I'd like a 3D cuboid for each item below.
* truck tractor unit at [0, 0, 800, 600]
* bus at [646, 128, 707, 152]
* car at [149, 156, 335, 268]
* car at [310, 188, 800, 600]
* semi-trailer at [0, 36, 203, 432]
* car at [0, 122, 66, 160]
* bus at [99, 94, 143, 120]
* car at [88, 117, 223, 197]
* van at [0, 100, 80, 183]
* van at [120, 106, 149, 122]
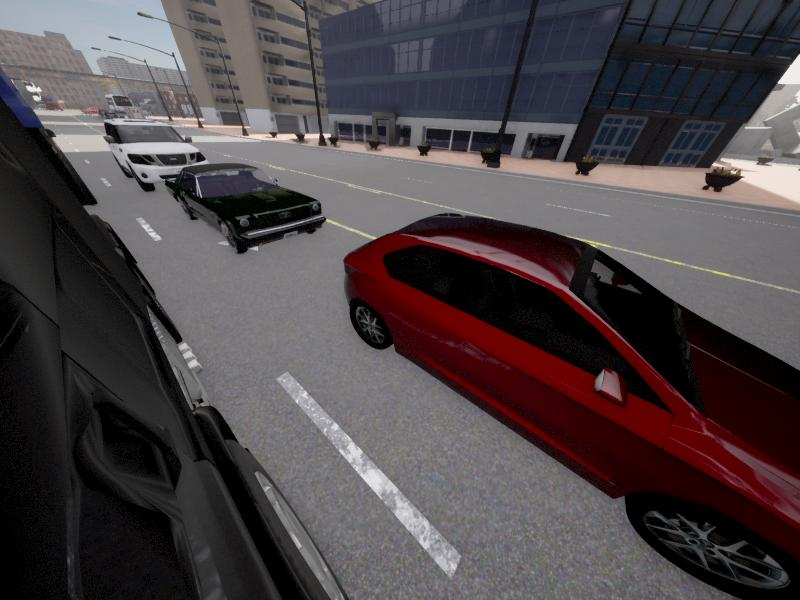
[{"bbox_3d":[-2.645,-0.295,0.351,6.516,4.208,3.053,28,44,30],"label":"truck tractor unit"},{"bbox_3d":[69.311,-40.221,58.071,10.273,4.253,3.944,-6,38,-12],"label":"bus"},{"bbox_3d":[-3.915,-2.477,5.626,4.718,1.301,1.895,28,44,30],"label":"car"},{"bbox_3d":[1.278,0.188,2.244,4.193,1.474,1.816,28,44,30],"label":"car"},{"bbox_3d":[-8.755,-3.566,4.172,14.254,4.402,2.717,27,43,29],"label":"semi-trailer"},{"bbox_3d":[-22.276,-9.523,13.725,4.902,1.511,2.128,28,44,30],"label":"car"},{"bbox_3d":[-66.091,-45.762,54.697,10.273,4.253,3.944,29,44,29],"label":"bus"},{"bbox_3d":[-9.755,-5.873,9.176,5.566,2.045,2.150,28,44,30],"label":"car"},{"bbox_3d":[-16.570,-6.881,9.791,6.366,2.431,2.351,28,43,30],"label":"van"},{"bbox_3d":[-57.661,-40.372,50.136,6.366,2.431,2.351,29,44,28],"label":"van"}]
